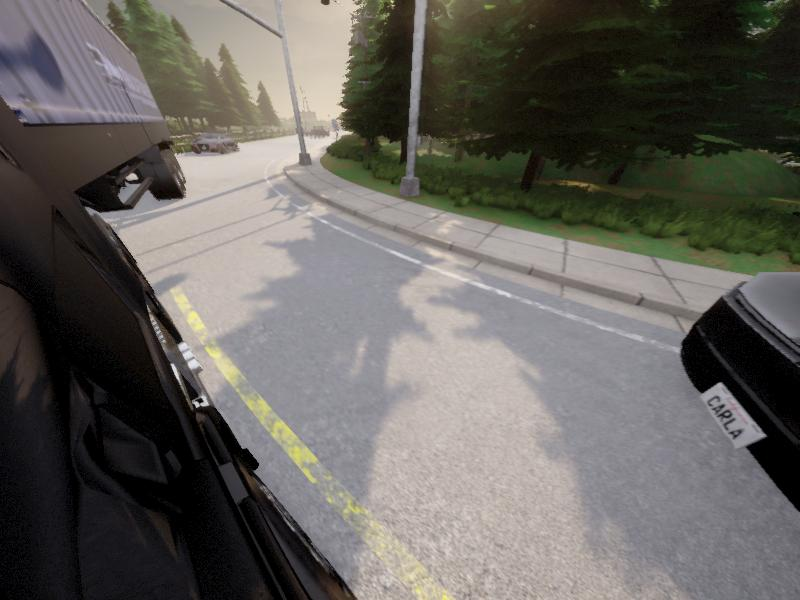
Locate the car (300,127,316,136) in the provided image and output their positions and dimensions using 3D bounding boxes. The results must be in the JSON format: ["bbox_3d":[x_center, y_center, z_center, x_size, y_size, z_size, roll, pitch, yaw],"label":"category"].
[{"bbox_3d":[-20.765,-38.093,52.291,2.128,1.511,4.902,-2,37,-7],"label":"car"}]

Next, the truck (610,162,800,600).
[{"bbox_3d":[5.155,1.284,0.522,6.274,2.098,2.390,15,38,16],"label":"truck"}]

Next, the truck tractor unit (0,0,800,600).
[{"bbox_3d":[-2.645,-0.295,0.352,6.516,4.208,3.053,28,44,30],"label":"truck tractor unit"}]

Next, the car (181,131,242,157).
[{"bbox_3d":[-14.578,-12.374,18.228,1.994,1.385,4.181,-4,37,-9],"label":"car"}]

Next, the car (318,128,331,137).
[{"bbox_3d":[-17.267,-38.292,52.801,1.837,1.490,4.892,-2,37,-6],"label":"car"}]

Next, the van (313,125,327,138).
[{"bbox_3d":[-16.503,-34.779,47.711,1.775,1.987,4.442,-3,37,-7],"label":"van"}]

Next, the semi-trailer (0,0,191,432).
[{"bbox_3d":[-7.549,-4.188,5.115,2.717,4.402,14.254,-22,43,-28],"label":"semi-trailer"}]
